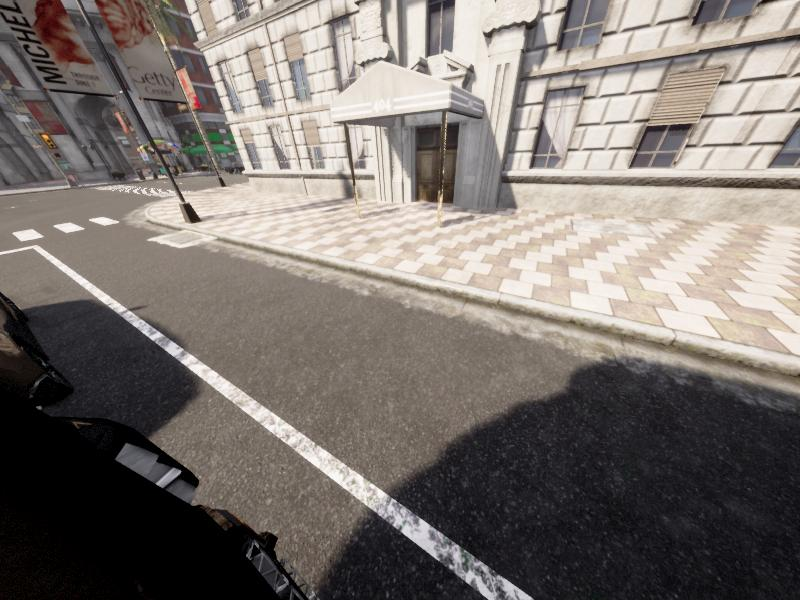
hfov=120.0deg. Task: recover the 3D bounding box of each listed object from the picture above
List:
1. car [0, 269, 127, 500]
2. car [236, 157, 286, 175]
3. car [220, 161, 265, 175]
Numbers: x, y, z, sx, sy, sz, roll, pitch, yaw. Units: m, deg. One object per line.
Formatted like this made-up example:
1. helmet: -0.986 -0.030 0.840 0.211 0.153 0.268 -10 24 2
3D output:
1. car: -5.465 0.514 2.227 4.902 1.511 2.128 15 38 25
2. car: -18.481 -18.038 31.052 1.930 1.638 5.238 16 38 26
3. car: -21.807 -18.456 32.250 1.895 1.301 4.718 16 38 27
